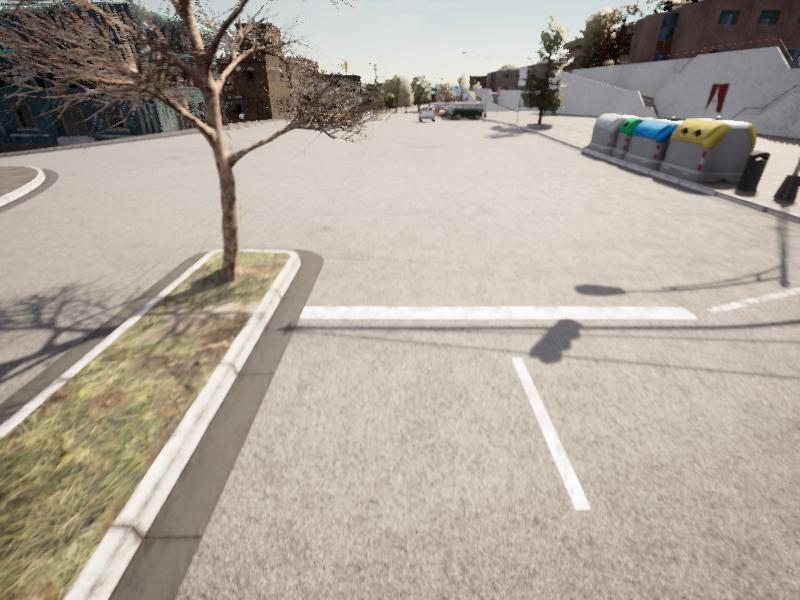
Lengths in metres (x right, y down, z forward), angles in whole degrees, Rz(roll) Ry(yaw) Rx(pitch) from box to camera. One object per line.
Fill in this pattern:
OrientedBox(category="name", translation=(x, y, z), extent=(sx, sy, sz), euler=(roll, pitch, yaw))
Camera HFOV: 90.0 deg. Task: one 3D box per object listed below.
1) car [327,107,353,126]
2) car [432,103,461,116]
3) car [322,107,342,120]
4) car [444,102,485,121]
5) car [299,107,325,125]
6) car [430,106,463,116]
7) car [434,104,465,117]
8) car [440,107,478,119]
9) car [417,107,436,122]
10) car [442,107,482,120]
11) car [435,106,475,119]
OrientedBox(category="car", translation=(-5.892, -18.315, 39.795), extent=(1.882, 1.535, 5.008), euler=(0, 27, 0))
OrientedBox(category="car", translation=(7.926, -32.340, 67.921), extent=(4.442, 1.987, 1.878), euler=(-8, 28, -18))
OrientedBox(category="car", translation=(-8.901, -24.611, 52.709), extent=(1.994, 1.385, 4.181), euler=(0, 26, 0))
OrientedBox(category="car", translation=(7.936, -23.202, 49.183), extent=(4.442, 1.987, 1.878), euler=(-8, 28, -18))
OrientedBox(category="car", translation=(-8.892, -18.769, 40.701), extent=(1.845, 1.501, 3.633), euler=(0, 27, 0))
OrientedBox(category="car", translation=(8.201, -33.491, 70.799), extent=(5.366, 1.575, 1.946), euler=(-8, 27, -18))
OrientedBox(category="car", translation=(8.064, -30.966, 65.336), extent=(4.553, 1.767, 2.185), euler=(-8, 28, -18))
OrientedBox(category="car", translation=(8.041, -25.591, 54.692), extent=(4.674, 1.452, 2.002), euler=(-8, 28, -18))
OrientedBox(category="car", translation=(2.968, -20.974, 45.108), extent=(1.845, 1.501, 3.633), euler=(0, 26, 0))
OrientedBox(category="car", translation=(8.035, -24.288, 52.019), extent=(4.674, 1.452, 2.002), euler=(-8, 27, -18))
OrientedBox(category="car", translation=(7.863, -26.909, 57.290), extent=(5.366, 1.575, 1.946), euler=(-8, 28, -18))
